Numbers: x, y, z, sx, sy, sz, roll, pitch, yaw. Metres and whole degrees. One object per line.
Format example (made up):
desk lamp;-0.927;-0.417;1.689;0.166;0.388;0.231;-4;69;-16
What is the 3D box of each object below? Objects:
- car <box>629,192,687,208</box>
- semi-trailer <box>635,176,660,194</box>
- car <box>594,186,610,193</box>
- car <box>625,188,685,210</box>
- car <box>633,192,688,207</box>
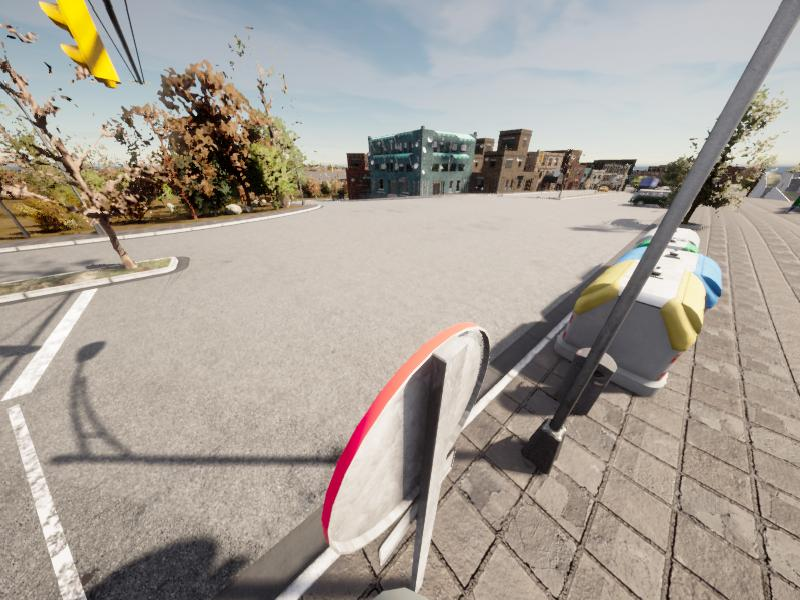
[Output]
car;34.472;-13.468;31.109;4.674;1.452;2.002;17;32;25
semi-trailer;77.105;-35.544;71.816;14.254;4.402;2.717;-19;35;-36
car;54.377;-29.746;62.037;5.008;1.535;1.882;-20;35;-36
car;32.099;-12.864;29.311;4.442;1.987;1.878;17;33;25
car;36.754;-14.328;32.812;4.674;1.452;2.002;17;33;25
